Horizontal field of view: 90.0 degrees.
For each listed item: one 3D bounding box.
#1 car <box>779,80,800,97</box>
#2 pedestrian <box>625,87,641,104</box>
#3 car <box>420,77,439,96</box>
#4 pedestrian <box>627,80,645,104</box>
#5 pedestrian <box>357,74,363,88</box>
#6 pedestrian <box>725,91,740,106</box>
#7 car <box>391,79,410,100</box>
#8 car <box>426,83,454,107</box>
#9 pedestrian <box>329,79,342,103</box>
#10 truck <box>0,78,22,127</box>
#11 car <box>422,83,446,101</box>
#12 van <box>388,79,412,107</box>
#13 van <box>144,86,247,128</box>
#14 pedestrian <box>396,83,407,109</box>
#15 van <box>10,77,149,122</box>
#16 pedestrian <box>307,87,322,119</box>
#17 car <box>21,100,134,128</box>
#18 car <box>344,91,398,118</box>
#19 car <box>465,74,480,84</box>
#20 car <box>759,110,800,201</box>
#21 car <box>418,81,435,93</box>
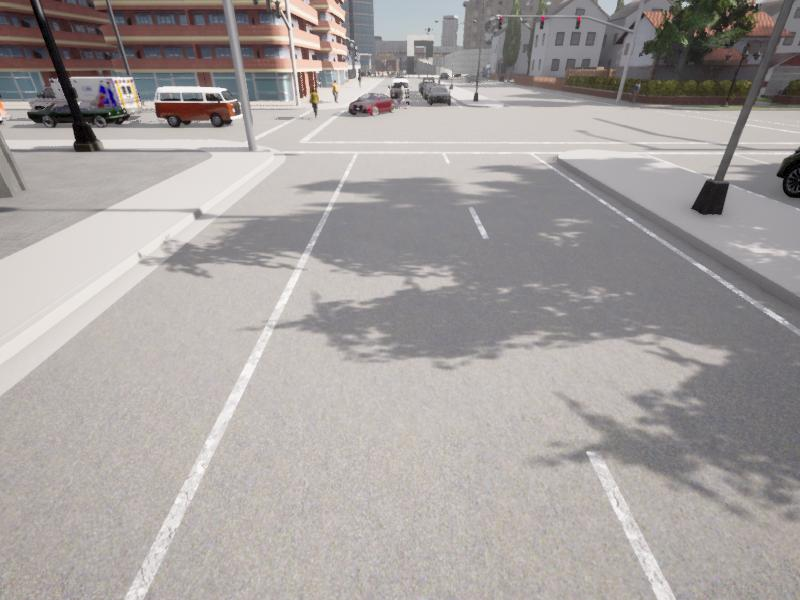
[{"bbox_3d":[41.434,-21.481,40.667,1.970,1.475,3.806,0,30,0],"label":"car"},{"bbox_3d":[20.824,-18.316,35.764,0.751,1.300,0.751,7,31,12],"label":"pedestrian"},{"bbox_3d":[3.511,-25.624,48.031,1.905,1.878,3.866,0,30,0],"label":"car"},{"bbox_3d":[20.662,-18.198,35.005,0.751,1.860,0.751,5,31,9],"label":"pedestrian"},{"bbox_3d":[-6.084,-32.966,60.285,0.751,1.860,0.751,-1,30,-2],"label":"pedestrian"},{"bbox_3d":[27.960,-16.963,33.645,0.500,1.100,0.500,-1,30,-1],"label":"pedestrian"},{"bbox_3d":[0.013,-22.565,42.803,1.932,1.855,4.605,0,30,0],"label":"car"},{"bbox_3d":[3.543,-18.736,36.481,1.930,1.638,5.238,0,30,0],"label":"car"},{"bbox_3d":[-5.760,-18.683,35.822,0.751,1.860,0.751,26,39,37],"label":"pedestrian"},{"bbox_3d":[-25.837,-11.234,22.810,5.204,2.467,2.627,0,30,-1],"label":"truck"},{"bbox_3d":[3.511,-22.233,42.628,2.163,1.488,4.792,0,30,0],"label":"car"},{"bbox_3d":[0.010,-18.957,36.462,2.069,2.038,4.480,0,30,0],"label":"van"},{"bbox_3d":[-11.609,-11.141,23.077,4.480,2.038,2.069,-1,30,-1],"label":"van"},{"bbox_3d":[0.123,-16.591,32.541,0.751,1.860,0.751,9,32,15],"label":"pedestrian"},{"bbox_3d":[-20.450,-13.024,25.917,6.366,2.431,2.351,0,30,-1],"label":"van"},{"bbox_3d":[-5.640,-13.016,26.419,0.751,1.860,0.751,-6,31,-10],"label":"pedestrian"},{"bbox_3d":[-18.533,-10.786,23.207,4.718,1.301,1.895,0,30,-1],"label":"car"},{"bbox_3d":[-1.991,-14.275,29.110,1.994,1.385,4.181,15,33,24],"label":"car"},{"bbox_3d":[15.019,-45.977,83.155,2.152,1.651,5.027,0,30,0],"label":"car"},{"bbox_3d":[11.506,-2.754,8.707,2.150,2.045,5.566,0,30,0],"label":"car"},{"bbox_3d":[3.513,-28.675,53.846,1.895,1.301,4.718,0,30,0],"label":"car"}]
